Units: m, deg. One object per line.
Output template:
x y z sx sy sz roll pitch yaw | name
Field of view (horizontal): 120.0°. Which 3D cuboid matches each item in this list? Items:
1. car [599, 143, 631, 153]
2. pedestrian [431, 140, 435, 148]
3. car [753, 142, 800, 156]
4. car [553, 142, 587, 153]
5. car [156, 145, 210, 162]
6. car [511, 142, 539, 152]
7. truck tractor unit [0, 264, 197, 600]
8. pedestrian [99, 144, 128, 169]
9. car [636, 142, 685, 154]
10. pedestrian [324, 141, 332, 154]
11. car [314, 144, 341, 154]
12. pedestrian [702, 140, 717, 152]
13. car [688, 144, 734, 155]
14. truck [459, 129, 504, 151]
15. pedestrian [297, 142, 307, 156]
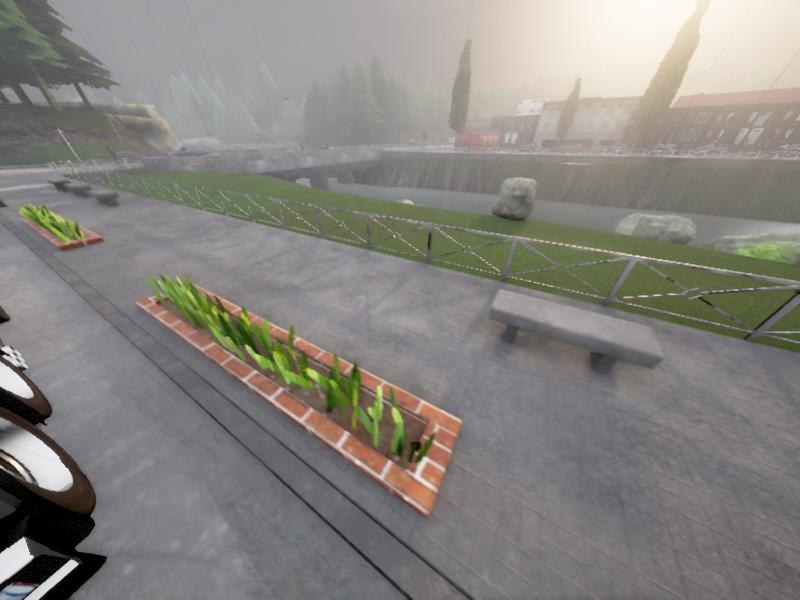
39.455 -27.967 42.554 3.806 1.475 1.970 18 39 24 | car
8.891 -42.341 62.792 0.751 1.860 0.751 27 43 33 | pedestrian
57.280 -22.217 34.049 5.238 1.638 1.930 18 39 24 | car
33.263 -30.050 45.455 5.027 1.651 2.152 18 39 24 | car
-29.276 -19.992 31.393 2.242 1.667 4.611 18 39 24 | car
26.349 -32.312 48.739 4.856 1.649 2.033 18 39 24 | car
-5.119 -0.291 0.791 6.516 4.208 3.053 18 39 24 | truck tractor unit
-25.785 -12.923 20.828 0.751 1.860 0.751 18 39 24 | pedestrian
44.830 -26.282 39.960 5.238 1.638 1.930 18 39 24 | car
-12.525 -26.572 40.330 0.751 1.860 0.751 25 42 31 | pedestrian
-14.379 -30.173 46.019 2.038 1.542 4.974 18 39 24 | car
55.250 -27.494 41.239 0.751 1.860 0.751 -26 43 -32 | pedestrian
50.257 -24.441 37.427 3.806 1.475 1.970 18 39 25 | car
18.121 -35.898 52.013 8.468 3.827 2.891 18 39 24 | truck
-15.209 -23.464 35.891 0.751 1.860 0.751 17 39 23 | pedestrian
